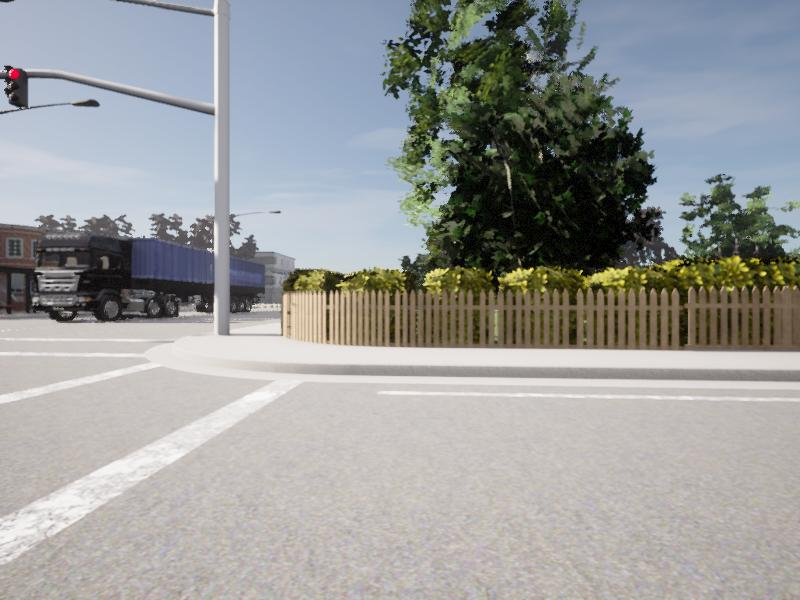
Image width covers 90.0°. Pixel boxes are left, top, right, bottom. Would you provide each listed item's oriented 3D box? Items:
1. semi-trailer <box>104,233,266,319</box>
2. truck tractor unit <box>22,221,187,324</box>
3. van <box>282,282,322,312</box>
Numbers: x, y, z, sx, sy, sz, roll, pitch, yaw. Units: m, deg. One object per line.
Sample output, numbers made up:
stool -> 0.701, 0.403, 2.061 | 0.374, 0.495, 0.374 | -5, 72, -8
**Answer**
semi-trailer -> -13.429, -1.214, 27.685 | 2.717, 4.402, 14.254 | 0, 0, 4
truck tractor unit -> -13.968, -1.116, 19.789 | 3.053, 4.208, 6.516 | 0, 0, 4
van -> -9.144, -0.276, 37.870 | 1.988, 2.561, 5.915 | 0, 0, 4
